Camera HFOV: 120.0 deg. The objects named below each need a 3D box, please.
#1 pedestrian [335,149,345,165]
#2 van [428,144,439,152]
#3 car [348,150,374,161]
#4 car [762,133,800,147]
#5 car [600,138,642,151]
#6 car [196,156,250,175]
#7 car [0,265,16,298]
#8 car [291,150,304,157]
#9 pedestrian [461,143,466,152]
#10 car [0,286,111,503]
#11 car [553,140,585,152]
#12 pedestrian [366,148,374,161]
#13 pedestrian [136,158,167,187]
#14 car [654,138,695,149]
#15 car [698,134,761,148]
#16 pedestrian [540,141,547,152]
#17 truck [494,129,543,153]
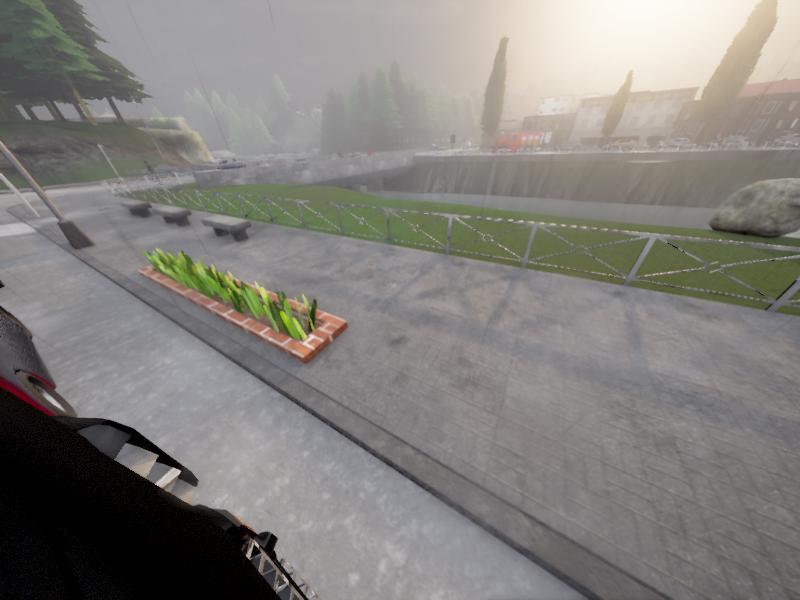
[{"bbox_3d":[-8.521,-20.432,33.007,0.751,1.860,0.751,16,38,25],"label":"pedestrian"},{"bbox_3d":[11.042,-50.257,76.342,2.069,2.038,4.480,16,38,26],"label":"van"},{"bbox_3d":[-7.325,-27.331,43.757,2.038,1.542,4.974,16,38,26],"label":"car"},{"bbox_3d":[57.264,-23.472,33.868,3.806,1.475,1.970,16,38,26],"label":"car"},{"bbox_3d":[40.284,-28.480,42.312,5.027,1.651,2.152,16,38,26],"label":"car"},{"bbox_3d":[-22.226,-17.031,29.218,2.242,1.667,4.611,16,38,26],"label":"car"},{"bbox_3d":[-9.858,-0.832,4.412,4.193,1.474,1.816,16,38,26],"label":"car"},{"bbox_3d":[-40.749,-58.275,91.809,1.905,1.878,3.866,16,38,26],"label":"car"},{"bbox_3d":[16.489,-39.536,59.896,0.751,1.860,0.751,25,43,35],"label":"pedestrian"},{"bbox_3d":[-4.775,0.605,1.887,3.633,1.501,1.845,16,38,26],"label":"car"},{"bbox_3d":[33.377,-30.497,45.766,4.856,1.649,2.033,16,38,26],"label":"car"},{"bbox_3d":[-4.981,-24.233,38.453,0.751,1.860,0.751,24,42,33],"label":"pedestrian"},{"bbox_3d":[-19.174,-9.830,17.854,0.751,1.860,0.751,16,38,25],"label":"pedestrian"},{"bbox_3d":[46.472,-26.615,39.258,3.806,1.475,1.970,16,38,25],"label":"car"},{"bbox_3d":[51.840,-25.122,36.534,5.238,1.638,1.930,16,38,26],"label":"car"},{"bbox_3d":[28.231,-30.274,45.512,0.751,1.860,0.751,11,36,19],"label":"pedestrian"},{"bbox_3d":[25.122,-33.803,49.258,8.468,3.827,2.891,16,38,26],"label":"truck"}]
